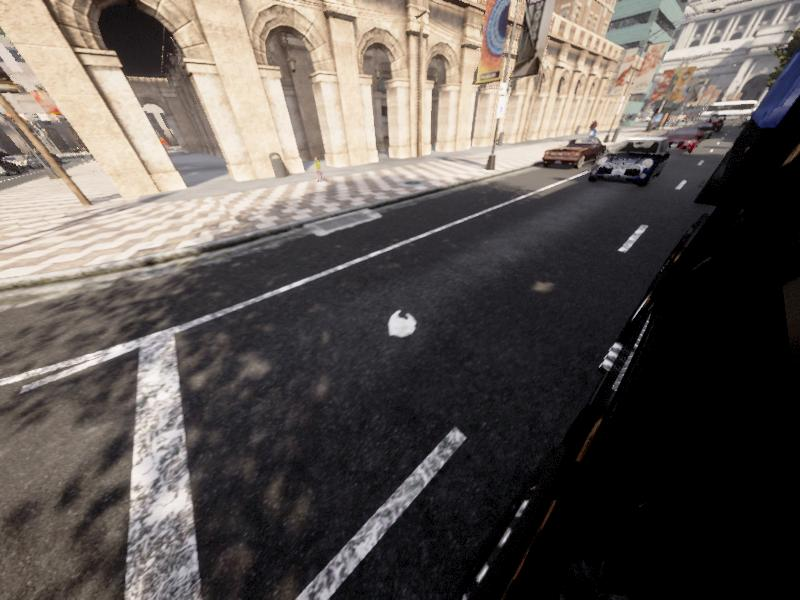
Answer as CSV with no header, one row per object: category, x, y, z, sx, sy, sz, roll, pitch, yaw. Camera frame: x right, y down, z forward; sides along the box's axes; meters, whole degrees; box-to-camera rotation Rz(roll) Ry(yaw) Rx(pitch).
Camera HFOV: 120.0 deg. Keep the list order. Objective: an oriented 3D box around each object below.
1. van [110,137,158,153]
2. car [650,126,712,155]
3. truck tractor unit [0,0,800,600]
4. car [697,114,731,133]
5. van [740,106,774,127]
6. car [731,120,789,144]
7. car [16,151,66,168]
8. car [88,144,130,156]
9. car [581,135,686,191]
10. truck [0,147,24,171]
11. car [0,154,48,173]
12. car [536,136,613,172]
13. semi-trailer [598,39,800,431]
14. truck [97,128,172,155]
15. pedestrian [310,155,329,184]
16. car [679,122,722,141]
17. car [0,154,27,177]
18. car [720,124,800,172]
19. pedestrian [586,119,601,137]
van,-57.733,-33.786,50.355,6.366,2.431,2.351,-28,44,-30
car,19.797,-11.278,16.288,4.181,1.385,1.994,-29,44,-30
truck tractor unit,2.645,-0.295,0.351,6.516,4.208,3.053,-28,44,-30
car,41.657,-23.422,30.651,3.866,1.878,1.905,-29,44,-30
van,59.424,-30.626,38.583,5.915,2.561,1.988,-29,44,-30
car,30.490,-14.359,19.694,5.357,1.411,2.033,-29,44,-30
car,-45.090,-17.861,29.184,2.033,1.411,5.357,-28,44,-30
car,-57.967,-30.024,46.154,2.163,1.488,4.792,18,42,26
car,9.549,-5.734,9.459,3.806,1.475,1.970,-29,44,-30
truck,-46.682,-15.961,26.164,2.390,2.098,6.274,-28,44,-30
car,-40.372,-14.657,24.692,1.895,1.301,4.718,-28,44,-30
car,10.096,-8.527,13.291,4.718,1.301,1.895,-29,44,-30
semi-trailer,8.670,-3.626,4.252,14.254,4.402,2.717,-28,44,-30
truck,-51.888,-31.381,45.611,2.891,3.827,8.468,19,42,27
pedestrian,-3.754,-6.110,10.829,0.500,1.100,0.500,-20,40,-21
car,30.030,-16.862,23.081,4.181,1.385,1.994,-29,44,-30
car,-36.387,-12.059,20.776,1.845,1.501,3.633,-28,44,-30
car,17.878,-7.530,11.281,4.974,1.542,2.038,-29,44,-31
pedestrian,25.647,-22.869,30.666,0.751,1.860,0.751,-32,46,-33
